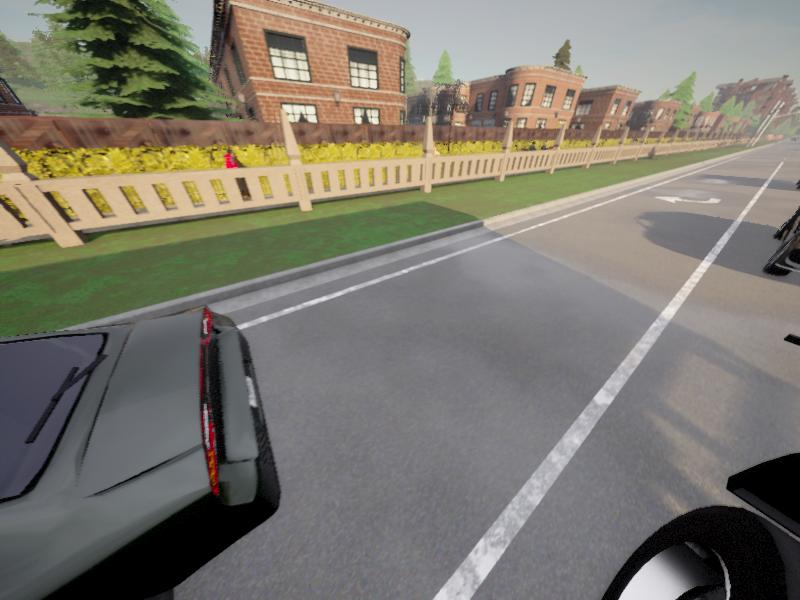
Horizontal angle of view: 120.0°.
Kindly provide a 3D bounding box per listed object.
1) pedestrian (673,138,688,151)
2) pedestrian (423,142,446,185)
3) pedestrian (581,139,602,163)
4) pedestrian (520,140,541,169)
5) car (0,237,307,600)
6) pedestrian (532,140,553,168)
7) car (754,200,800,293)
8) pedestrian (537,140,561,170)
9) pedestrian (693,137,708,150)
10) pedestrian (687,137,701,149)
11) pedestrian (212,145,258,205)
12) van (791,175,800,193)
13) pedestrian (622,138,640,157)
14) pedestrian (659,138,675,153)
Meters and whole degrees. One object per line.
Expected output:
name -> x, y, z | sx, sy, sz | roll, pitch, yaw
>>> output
pedestrian -> 46.263, -25.666, 38.116 | 0.751, 1.860, 0.751 | -22, 41, -28
pedestrian -> 1.775, -7.205, 12.213 | 0.751, 1.860, 0.751 | -22, 41, -28
pedestrian -> 18.383, -14.364, 22.259 | 0.751, 1.860, 0.751 | -24, 42, -30
pedestrian -> 10.119, -11.286, 17.947 | 0.751, 1.860, 0.751 | -26, 43, -32
car -> -3.260, 1.383, 0.648 | 4.974, 1.542, 2.038 | -22, 41, -28
pedestrian -> 11.470, -11.809, 18.681 | 0.751, 1.860, 0.751 | 27, 44, 33
car -> 9.417, -1.365, 4.380 | 5.027, 1.651, 2.152 | -22, 41, -28
pedestrian -> 11.383, -11.114, 17.694 | 0.751, 1.860, 0.751 | -23, 41, -29
pedestrian -> 55.807, -29.099, 42.920 | 0.751, 1.860, 0.751 | -21, 40, -27
pedestrian -> 55.578, -29.618, 43.660 | 0.751, 1.860, 0.751 | -20, 40, -25
pedestrian -> -6.208, -4.718, 8.738 | 0.751, 1.860, 0.751 | -23, 41, -29
van -> 21.339, -6.383, 11.101 | 4.442, 1.987, 1.775 | -22, 41, -28
pedestrian -> 27.951, -18.443, 27.982 | 0.751, 1.860, 0.751 | -23, 41, -28
pedestrian -> 40.713, -23.589, 35.203 | 0.751, 1.860, 0.751 | -22, 41, -28
